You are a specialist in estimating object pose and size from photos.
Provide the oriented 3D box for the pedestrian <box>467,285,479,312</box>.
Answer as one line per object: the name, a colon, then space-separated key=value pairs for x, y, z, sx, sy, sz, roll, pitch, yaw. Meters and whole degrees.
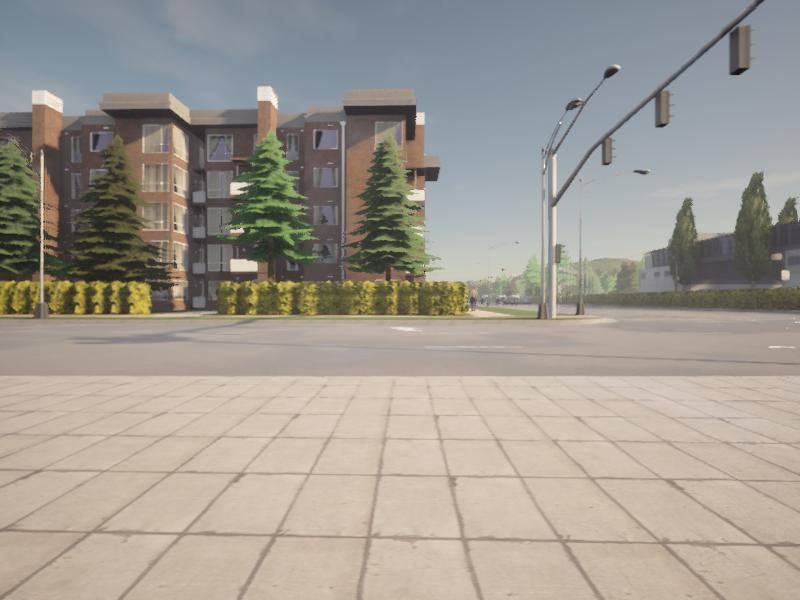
pedestrian: x=5.288 y=-0.111 z=28.872 sx=0.751 sy=1.860 sz=0.751 roll=0 pitch=0 yaw=2
